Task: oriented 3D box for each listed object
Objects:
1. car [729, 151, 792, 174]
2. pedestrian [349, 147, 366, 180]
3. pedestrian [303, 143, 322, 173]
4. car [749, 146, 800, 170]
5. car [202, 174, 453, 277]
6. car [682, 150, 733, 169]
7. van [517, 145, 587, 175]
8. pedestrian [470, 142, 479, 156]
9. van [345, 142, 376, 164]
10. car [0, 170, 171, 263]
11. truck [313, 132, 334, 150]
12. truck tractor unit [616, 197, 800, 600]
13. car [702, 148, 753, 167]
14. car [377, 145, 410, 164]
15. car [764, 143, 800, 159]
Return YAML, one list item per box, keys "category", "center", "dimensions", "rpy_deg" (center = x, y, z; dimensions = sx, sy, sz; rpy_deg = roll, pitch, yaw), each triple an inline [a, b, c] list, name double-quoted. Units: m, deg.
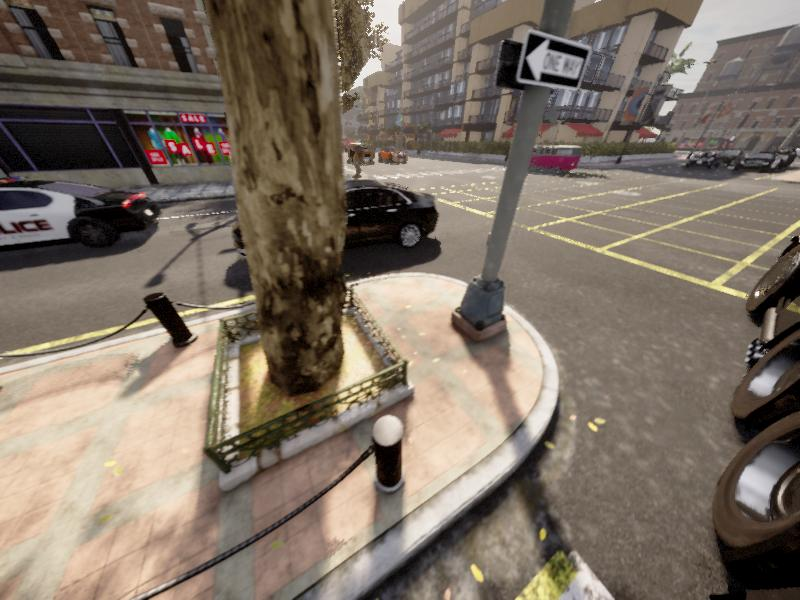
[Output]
- category: "car"
  center: [33.639, -12.935, 21.574]
  dimensions: [4.974, 1.542, 2.038]
  rpy_deg: [-17, 38, -23]
- category: "pedestrian"
  center: [-2.845, -9.096, 15.432]
  dimensions: [0.751, 1.860, 0.751]
  rpy_deg: [-16, 38, -22]
- category: "pedestrian"
  center: [-6.669, -10.894, 17.736]
  dimensions: [0.751, 1.860, 0.751]
  rpy_deg: [10, 36, 13]
- category: "car"
  center: [39.130, -14.762, 23.943]
  dimensions: [4.605, 1.855, 1.932]
  rpy_deg: [-17, 38, -23]
- category: "car"
  center: [-1.368, -2.090, 5.714]
  dimensions: [4.892, 1.490, 1.837]
  rpy_deg: [-13, 36, -19]
- category: "car"
  center: [32.124, -14.717, 24.178]
  dimensions: [3.806, 1.475, 1.970]
  rpy_deg: [-17, 38, -23]
- category: "van"
  center: [12.816, -12.168, 19.912]
  dimensions: [1.775, 1.987, 4.442]
  rpy_deg: [-17, 38, -24]
- category: "pedestrian"
  center: [11.979, -24.321, 37.229]
  dimensions: [0.751, 1.860, 0.751]
  rpy_deg: [-17, 38, -23]
- category: "van"
  center: [-4.832, -18.094, 28.268]
  dimensions: [2.069, 2.038, 4.480]
  rpy_deg: [-18, 39, -24]
- category: "car"
  center: [-9.318, -2.021, 5.524]
  dimensions: [4.974, 1.542, 2.038]
  rpy_deg: [-17, 38, -23]
- category: "truck"
  center: [-21.215, -44.076, 64.042]
  dimensions: [2.891, 3.827, 8.468]
  rpy_deg: [-17, 38, -24]
- category: "truck tractor unit"
  center: [4.989, -0.407, 0.934]
  dimensions: [6.516, 4.208, 3.053]
  rpy_deg: [-23, 41, -29]
- category: "car"
  center: [37.997, -16.589, 26.776]
  dimensions: [5.238, 1.638, 1.930]
  rpy_deg: [-17, 38, -23]
- category: "car"
  center: [-0.904, -18.048, 28.458]
  dimensions: [2.097, 1.767, 4.553]
  rpy_deg: [-17, 38, -23]
- category: "car"
  center: [65.576, -24.496, 38.030]
  dimensions: [2.150, 2.045, 5.566]
  rpy_deg: [-3, 35, -5]
